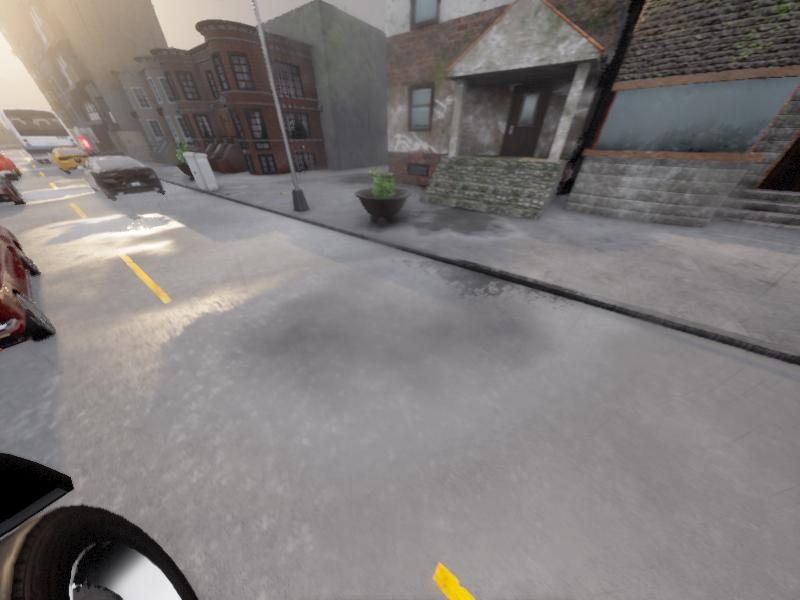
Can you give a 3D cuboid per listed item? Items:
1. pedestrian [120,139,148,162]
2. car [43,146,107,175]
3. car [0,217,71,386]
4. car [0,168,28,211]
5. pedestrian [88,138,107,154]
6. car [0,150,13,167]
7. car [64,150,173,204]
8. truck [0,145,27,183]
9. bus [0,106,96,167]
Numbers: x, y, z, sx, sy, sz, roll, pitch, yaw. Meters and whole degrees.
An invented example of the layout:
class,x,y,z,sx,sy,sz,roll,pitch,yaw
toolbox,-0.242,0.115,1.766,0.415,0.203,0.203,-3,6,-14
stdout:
class,x,y,z,sx,sy,sz,roll,pitch,yaw
pedestrian,-25.767,-14.471,22.385,0.751,1.860,0.751,4,35,5
car,-24.467,-10.562,17.354,5.008,1.535,1.882,22,41,28
car,-6.562,-0.182,2.988,4.718,1.301,1.895,23,41,28
car,-16.488,-4.343,8.745,4.181,1.385,1.994,22,41,28
pedestrian,-42.636,-21.764,32.592,0.751,1.860,0.751,18,39,23
car,-35.481,-12.451,19.641,3.866,1.878,1.905,22,41,28
car,-13.064,-5.862,10.690,5.238,1.638,1.930,22,41,28
truck,-24.931,-8.290,13.350,5.204,2.467,2.627,22,40,29
bus,-36.176,-16.449,23.269,10.273,4.253,3.944,23,41,28
